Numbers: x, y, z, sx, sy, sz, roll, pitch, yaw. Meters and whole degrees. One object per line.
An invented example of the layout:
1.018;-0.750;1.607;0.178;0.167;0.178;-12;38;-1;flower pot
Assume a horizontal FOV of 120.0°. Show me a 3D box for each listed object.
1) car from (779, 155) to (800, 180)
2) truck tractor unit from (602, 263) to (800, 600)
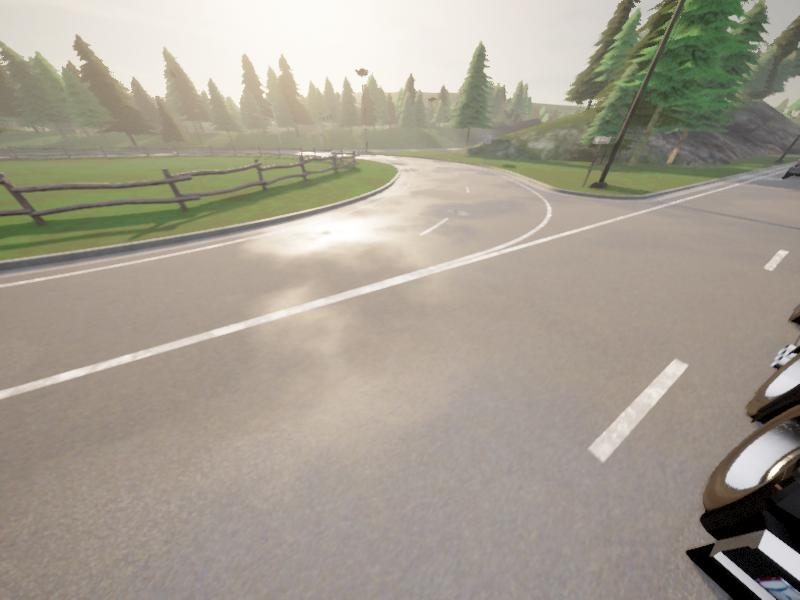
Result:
30.867;-9.857;17.170;3.806;1.475;1.970;-18;39;-24;car
5.111;-0.299;0.786;6.516;4.208;3.053;-18;39;-24;truck tractor unit
